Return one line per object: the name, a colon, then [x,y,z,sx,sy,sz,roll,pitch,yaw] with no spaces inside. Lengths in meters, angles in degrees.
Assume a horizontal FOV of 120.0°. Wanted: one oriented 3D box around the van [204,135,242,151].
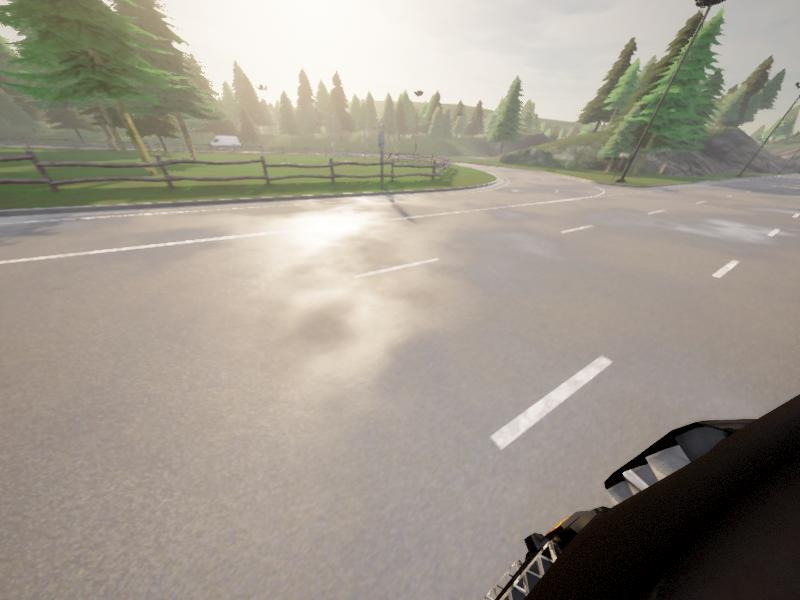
van: [-37.438,-33.366,49.082,5.915,2.561,1.988,-16,38,-26]
